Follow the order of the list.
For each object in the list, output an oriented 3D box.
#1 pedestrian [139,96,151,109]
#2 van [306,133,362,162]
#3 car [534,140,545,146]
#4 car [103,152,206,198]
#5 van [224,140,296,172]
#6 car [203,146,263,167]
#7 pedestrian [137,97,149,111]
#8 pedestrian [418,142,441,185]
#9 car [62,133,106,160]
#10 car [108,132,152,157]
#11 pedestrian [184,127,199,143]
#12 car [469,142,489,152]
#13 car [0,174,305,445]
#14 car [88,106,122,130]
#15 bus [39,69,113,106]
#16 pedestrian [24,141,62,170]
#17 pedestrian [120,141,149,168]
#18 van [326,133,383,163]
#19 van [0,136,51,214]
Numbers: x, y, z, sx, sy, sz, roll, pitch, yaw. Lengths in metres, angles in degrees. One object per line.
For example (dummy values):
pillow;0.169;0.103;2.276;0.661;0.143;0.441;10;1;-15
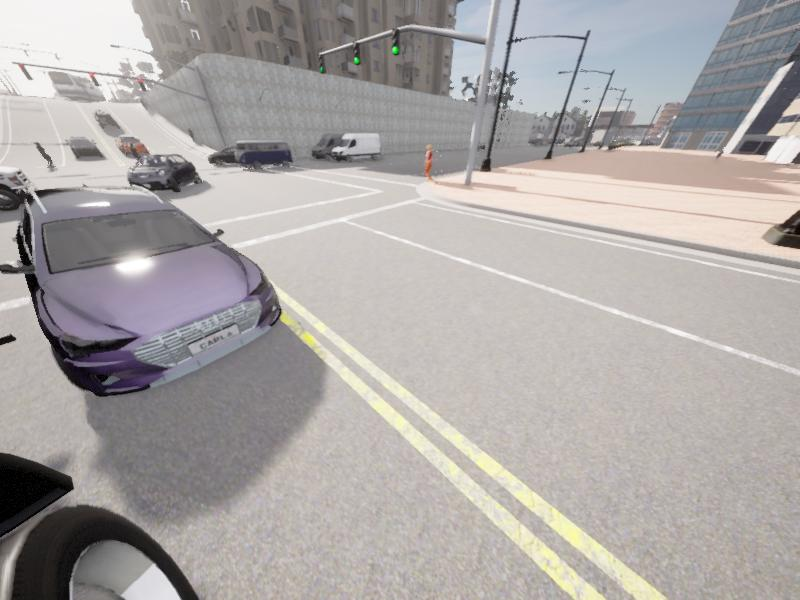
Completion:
pedestrian;-48.361;-37.452;43.831;0.751;1.860;0.751;26;43;32
van;-7.588;-18.079;27.272;1.988;2.561;5.915;28;44;33
car;45.200;-50.813;74.867;1.789;1.549;3.705;26;42;31
car;-11.673;-6.289;11.412;1.845;1.501;3.633;-10;36;-14
van;-11.306;-11.990;19.098;1.775;1.987;4.442;20;40;26
car;-15.428;-13.400;21.510;4.193;1.474;1.816;-21;41;-28
pedestrian;-47.449;-36.184;42.680;0.751;1.860;0.751;27;43;32
pedestrian;1.542;-7.221;12.232;0.751;1.860;0.751;25;42;30
car;-32.647;-15.882;23.833;5.238;1.638;1.930;32;46;29
car;-30.778;-17.810;26.328;4.553;1.767;2.097;32;46;28
pedestrian;-29.986;-23.745;33.238;0.751;1.860;0.751;27;43;32
car;14.841;-28.736;43.386;1.789;1.549;3.705;28;43;33
car;-3.950;-0.670;3.459;4.856;1.649;2.033;24;37;27
car;-43.321;-26.704;33.889;4.605;1.855;1.932;38;48;24
bus;-67.314;-44.336;48.638;3.944;4.253;10.273;-14;38;-19
pedestrian;-27.713;-11.286;17.996;0.751;1.860;0.751;29;44;34
pedestrian;-22.604;-12.436;19.718;0.751;1.860;0.751;21;40;26
van;-4.799;-16.839;25.534;1.988;2.561;5.915;28;44;33
van;-16.381;-3.555;6.727;2.351;2.431;6.366;28;44;33
